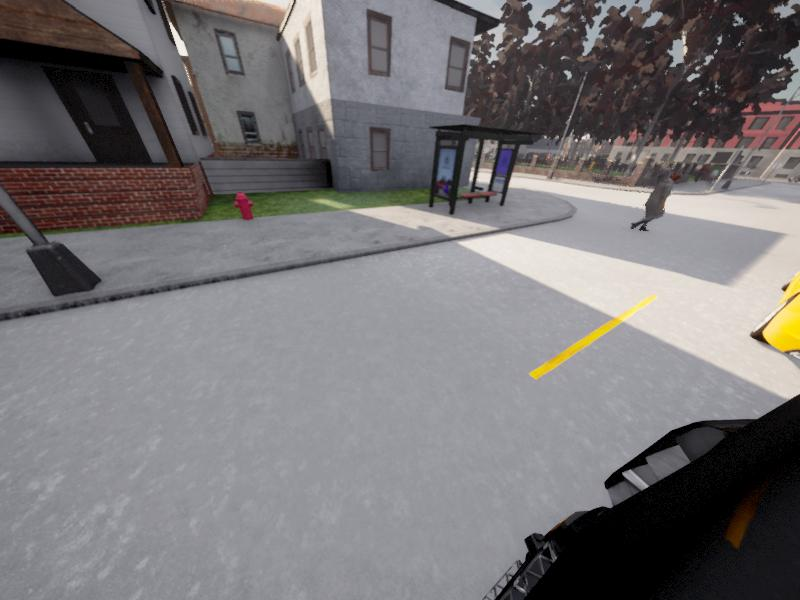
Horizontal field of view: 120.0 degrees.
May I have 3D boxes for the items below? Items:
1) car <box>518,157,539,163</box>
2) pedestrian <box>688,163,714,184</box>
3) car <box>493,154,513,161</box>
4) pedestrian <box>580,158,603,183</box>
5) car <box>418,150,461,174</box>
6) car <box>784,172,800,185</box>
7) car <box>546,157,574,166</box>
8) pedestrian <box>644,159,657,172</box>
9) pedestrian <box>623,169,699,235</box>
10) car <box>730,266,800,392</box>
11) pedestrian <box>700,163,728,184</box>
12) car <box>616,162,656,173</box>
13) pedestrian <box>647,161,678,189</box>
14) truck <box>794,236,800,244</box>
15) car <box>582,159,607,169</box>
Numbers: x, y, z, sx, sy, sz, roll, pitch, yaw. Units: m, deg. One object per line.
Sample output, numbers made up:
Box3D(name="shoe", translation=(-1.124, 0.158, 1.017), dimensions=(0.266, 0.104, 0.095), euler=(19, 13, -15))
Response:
Box3D(name="car", translation=(34.955, -38.155, 62.888), dimensions=(1.895, 1.301, 4.718), euler=(-16, 38, -26))
Box3D(name="pedestrian", translation=(31.098, -13.102, 23.891), dimensions=(0.751, 1.860, 0.751), euler=(-16, 38, -26))
Box3D(name="car", translation=(30.687, -42.431, 68.905), dimensions=(2.033, 1.411, 5.357), euler=(-16, 38, -26))
Box3D(name="pedestrian", translation=(16.957, -11.507, 20.483), dimensions=(0.751, 1.860, 0.751), euler=(-23, 41, -33))
Box3D(name="car", translation=(4.048, -14.678, 24.530), dimensions=(1.932, 1.855, 4.605), euler=(-16, 38, -26))
Box3D(name="car", translation=(60.153, -17.703, 33.770), dimensions=(1.789, 1.549, 3.705), euler=(-16, 38, -26))
Box3D(name="car", translation=(39.186, -34.103, 56.811), dimensions=(1.930, 1.638, 5.238), euler=(-16, 38, -26))
Box3D(name="pedestrian", translation=(44.624, -23.956, 41.150), dimensions=(0.751, 1.860, 0.751), euler=(-23, 41, -33))
Box3D(name="pedestrian", translation=(8.512, -3.245, 7.667), dimensions=(0.751, 1.860, 0.751), euler=(18, 37, 22))
Box3D(name="car", translation=(6.993, 0.001, 3.022), dimensions=(5.008, 1.535, 1.882), euler=(-16, 38, -26))
Box3D(name="pedestrian", translation=(32.557, -13.076, 23.957), dimensions=(0.751, 1.860, 0.751), euler=(-12, 36, -21))
Box3D(name="car", translation=(46.857, -26.409, 45.993), dimensions=(2.128, 1.511, 4.902), euler=(-16, 38, -26))
Box3D(name="pedestrian", translation=(21.147, -10.060, 18.614), dimensions=(0.751, 1.860, 0.751), euler=(-18, 39, -27))
Box3D(name="truck", translation=(16.588, -2.989, 7.691), dimensions=(6.274, 2.098, 2.390), euler=(-16, 38, -26))
Box3D(name="car", translation=(43.093, -30.195, 51.292), dimensions=(1.845, 1.501, 3.633), euler=(-16, 38, -26))
